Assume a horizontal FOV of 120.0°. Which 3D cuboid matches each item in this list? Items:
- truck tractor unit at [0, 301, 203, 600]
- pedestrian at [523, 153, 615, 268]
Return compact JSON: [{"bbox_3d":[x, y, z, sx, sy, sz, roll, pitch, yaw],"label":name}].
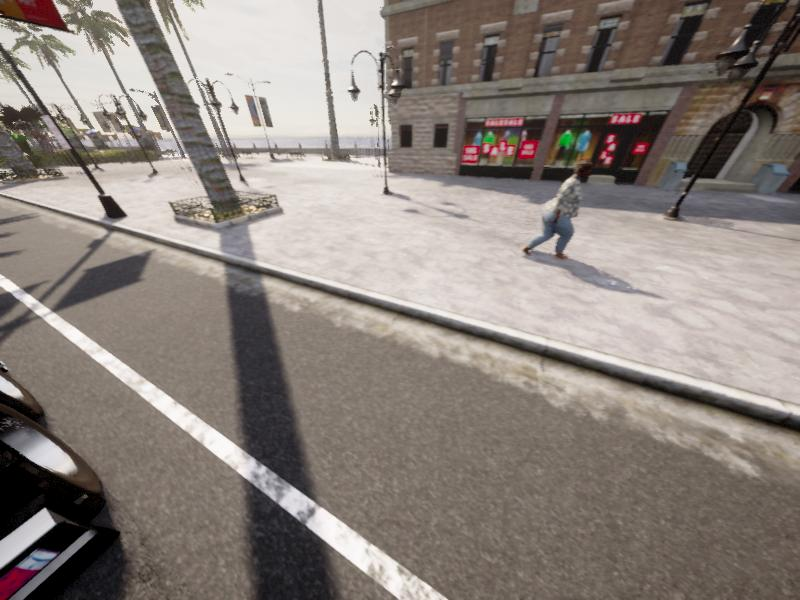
[{"bbox_3d":[-5.180,-0.225,0.684,6.516,4.208,3.053,16,38,21],"label":"truck tractor unit"},{"bbox_3d":[3.040,-1.675,4.400,0.751,1.860,0.751,14,37,19],"label":"pedestrian"}]
